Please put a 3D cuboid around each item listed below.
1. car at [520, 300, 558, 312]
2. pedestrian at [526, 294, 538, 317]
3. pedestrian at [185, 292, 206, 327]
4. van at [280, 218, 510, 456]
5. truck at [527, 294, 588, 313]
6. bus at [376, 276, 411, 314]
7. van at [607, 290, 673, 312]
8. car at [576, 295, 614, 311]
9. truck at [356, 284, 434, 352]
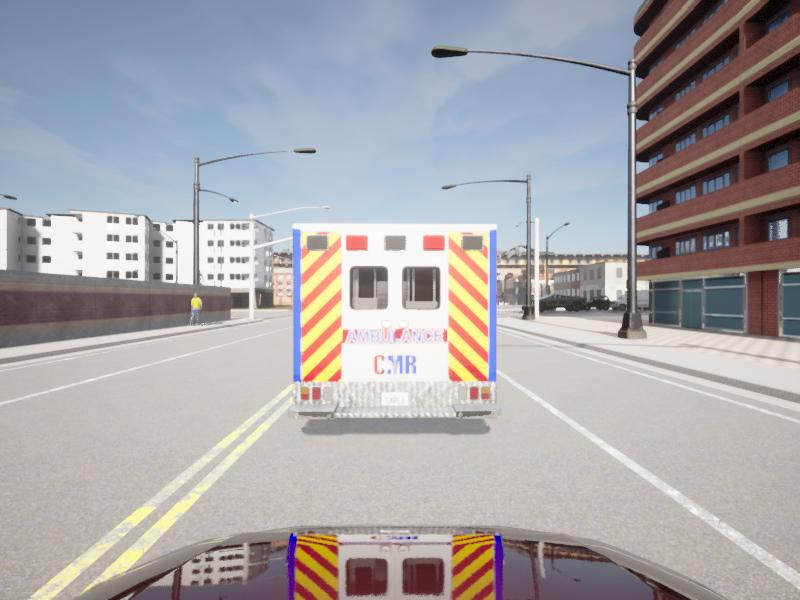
[{"bbox_3d":[17.686,0.766,51.057,4.181,1.385,1.994,-1,0,0],"label":"car"},{"bbox_3d":[10.451,0.428,31.706,0.751,1.860,0.751,0,0,-1],"label":"pedestrian"},{"bbox_3d":[-11.005,0.487,21.540,0.751,1.860,0.751,0,0,-1],"label":"pedestrian"},{"bbox_3d":[-0.088,0.378,7.271,2.351,2.431,6.366,0,0,-1],"label":"van"},{"bbox_3d":[18.633,0.385,47.550,6.274,2.098,2.390,-1,0,0],"label":"truck"},{"bbox_3d":[-0.753,-0.563,49.989,3.944,4.253,10.273,0,0,-1],"label":"bus"},{"bbox_3d":[28.362,0.074,47.475,6.366,2.431,2.351,-1,0,0],"label":"van"},{"bbox_3d":[24.797,0.402,51.002,3.866,1.878,1.905,-1,0,0],"label":"car"},{"bbox_3d":[-0.191,0.542,15.509,2.390,2.098,6.274,0,0,-1],"label":"truck"}]
